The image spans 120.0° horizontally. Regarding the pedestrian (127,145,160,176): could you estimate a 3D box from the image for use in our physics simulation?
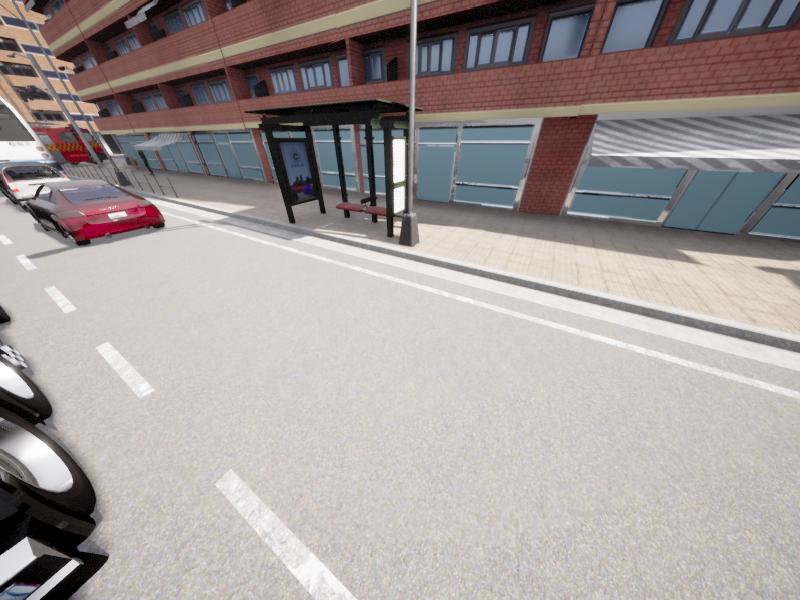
[{"bbox_3d":[-18.327,-10.009,16.563,0.751,1.860,0.751,-23,41,-29],"label":"pedestrian"}]

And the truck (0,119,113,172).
[{"bbox_3d":[-35.983,-15.807,23.607,2.891,3.827,8.468,-5,35,-6],"label":"truck"}]

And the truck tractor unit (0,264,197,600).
[{"bbox_3d":[-5.110,-0.301,0.779,6.516,4.208,3.053,18,39,24],"label":"truck tractor unit"}]

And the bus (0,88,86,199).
[{"bbox_3d":[-23.284,-8.484,12.628,10.273,4.253,3.944,18,39,24],"label":"bus"}]

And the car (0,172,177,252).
[{"bbox_3d":[-9.288,-2.824,6.922,4.181,1.385,1.994,17,38,23],"label":"car"}]

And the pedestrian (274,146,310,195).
[{"bbox_3d":[-4.914,-5.941,10.624,0.751,1.860,0.751,18,39,24],"label":"pedestrian"}]

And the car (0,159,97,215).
[{"bbox_3d":[-15.346,-4.888,9.721,3.988,1.617,1.851,18,39,24],"label":"car"}]

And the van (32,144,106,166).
[{"bbox_3d":[-38.963,-17.301,27.382,1.775,1.987,4.442,18,39,25],"label":"van"}]
